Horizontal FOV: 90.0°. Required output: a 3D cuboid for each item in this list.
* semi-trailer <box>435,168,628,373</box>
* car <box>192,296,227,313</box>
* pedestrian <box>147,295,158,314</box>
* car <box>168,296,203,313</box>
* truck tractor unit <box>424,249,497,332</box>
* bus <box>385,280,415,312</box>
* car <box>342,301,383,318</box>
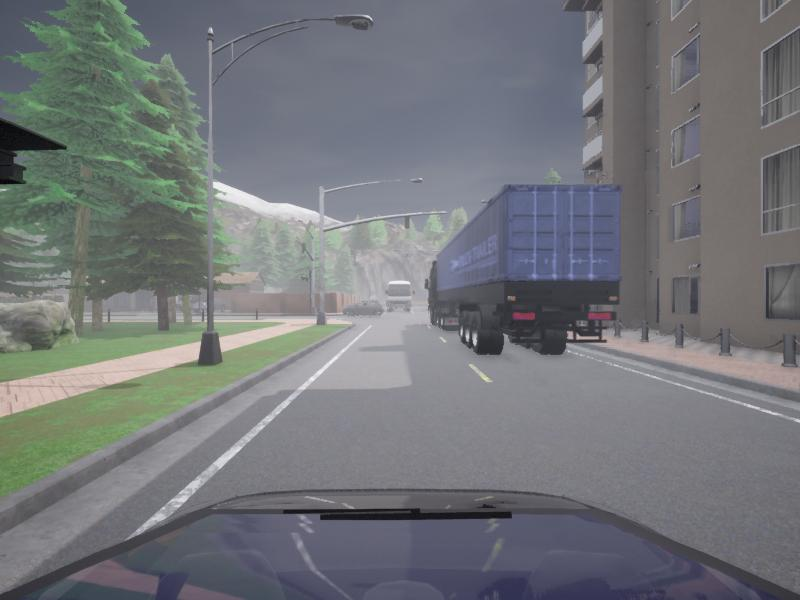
[{"bbox_3d":[3.452,-0.619,15.704,2.717,4.402,14.254,0,0,-1],"label":"semi-trailer"},{"bbox_3d":[-21.587,0.503,45.523,1.932,1.855,4.605,0,0,-1],"label":"car"},{"bbox_3d":[-25.217,0.475,40.753,0.751,1.860,0.751,0,0,-5],"label":"pedestrian"},{"bbox_3d":[-24.091,0.505,45.073,1.905,1.878,3.866,0,0,-1],"label":"car"},{"bbox_3d":[3.284,-0.517,23.616,3.053,4.208,6.516,0,0,-3],"label":"truck tractor unit"},{"bbox_3d":[0.035,-0.534,57.845,3.944,4.253,10.273,0,0,0],"label":"bus"},{"bbox_3d":[-3.381,0.817,36.643,3.633,1.501,1.845,0,0,-2],"label":"car"}]
